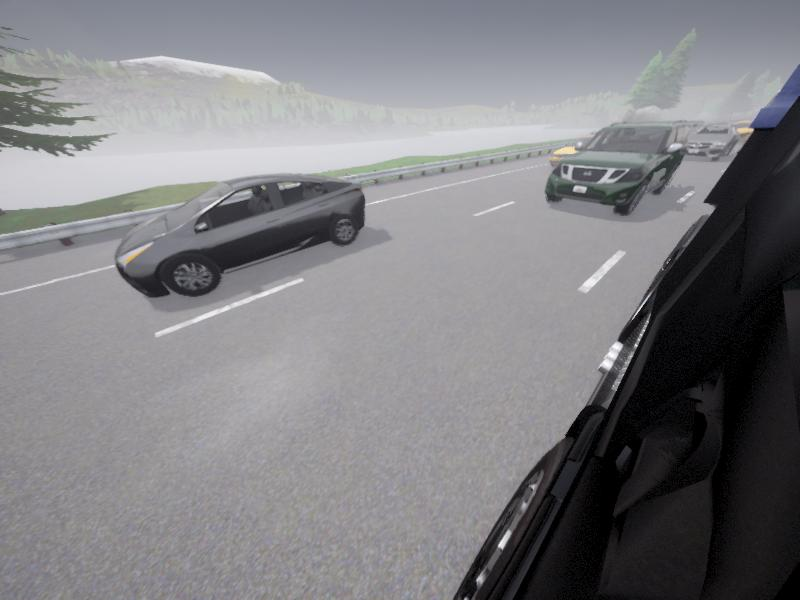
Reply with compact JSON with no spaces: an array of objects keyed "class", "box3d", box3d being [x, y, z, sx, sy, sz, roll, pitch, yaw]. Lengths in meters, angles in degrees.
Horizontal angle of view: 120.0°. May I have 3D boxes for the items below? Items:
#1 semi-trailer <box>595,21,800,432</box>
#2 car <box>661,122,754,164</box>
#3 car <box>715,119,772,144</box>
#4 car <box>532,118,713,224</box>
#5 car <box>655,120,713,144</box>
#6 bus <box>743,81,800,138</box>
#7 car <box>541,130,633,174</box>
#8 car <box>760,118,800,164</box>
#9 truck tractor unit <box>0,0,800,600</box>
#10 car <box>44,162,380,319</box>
[{"class":"semi-trailer","box3d":[8.851,-3.492,4.079,14.254,4.402,2.717,-26,43,-28]},{"class":"car","box3d":[18.297,-9.415,13.744,5.027,1.651,2.152,-25,42,-27]},{"class":"car","box3d":[30.038,-14.742,20.206,5.008,1.535,1.882,-24,42,-27]},{"class":"car","box3d":[7.003,-4.314,7.271,5.566,2.045,2.150,-26,43,-28]},{"class":"car","box3d":[26.894,-15.937,21.881,4.611,1.667,2.242,-25,42,-27]},{"class":"bus","box3d":[40.871,-19.370,23.460,3.944,4.253,10.273,26,45,33]},{"class":"car","box3d":[10.455,-8.385,12.881,5.366,1.575,1.801,-25,42,-27]},{"class":"car","box3d":[21.314,-8.286,11.909,4.553,1.767,2.097,-24,42,-27]},{"class":"truck tractor unit","box3d":[2.645,-0.295,0.351,6.516,4.208,3.053,-28,44,-30]},{"class":"car","box3d":[-2.893,-1.687,4.804,4.514,1.525,2.007,-29,44,-30]}]
